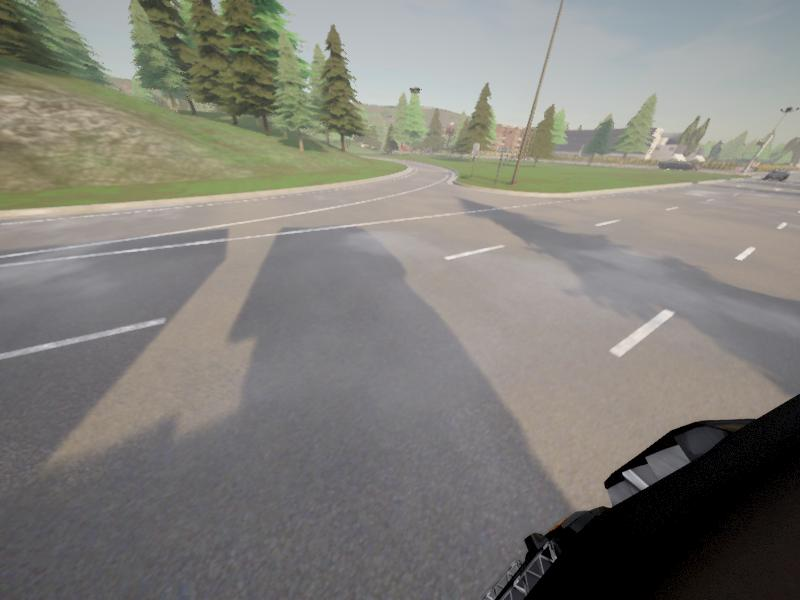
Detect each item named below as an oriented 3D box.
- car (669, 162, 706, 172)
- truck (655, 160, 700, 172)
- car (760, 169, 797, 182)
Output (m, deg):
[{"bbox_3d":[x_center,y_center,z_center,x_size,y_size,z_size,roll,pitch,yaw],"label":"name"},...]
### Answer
[{"bbox_3d":[69.866,-32.365,56.204,2.152,1.651,5.027,-17,38,-26],"label":"car"},{"bbox_3d":[66.260,-32.248,55.359,2.390,2.098,6.274,-17,38,-26],"label":"truck"},{"bbox_3d":[58.687,-19.364,35.835,4.902,1.511,2.128,-16,38,-26],"label":"car"}]
